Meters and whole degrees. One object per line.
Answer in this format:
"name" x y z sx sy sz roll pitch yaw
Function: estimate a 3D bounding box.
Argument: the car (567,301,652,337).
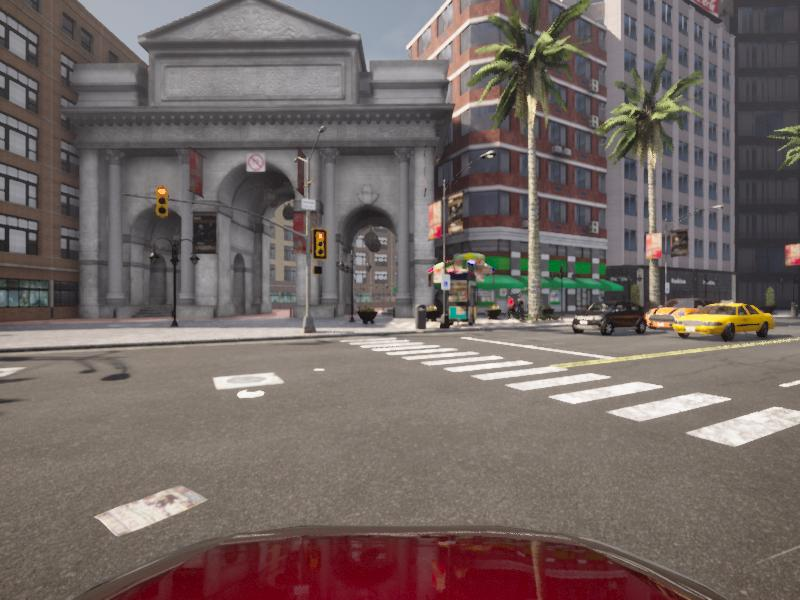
"car" 9.877 0.814 18.869 3.705 1.549 1.789 0 0 -29

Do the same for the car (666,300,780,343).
"car" 13.742 0.801 16.941 5.366 1.575 1.801 0 0 -28

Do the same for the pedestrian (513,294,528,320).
"pedestrian" 8.514 0.484 28.245 0.751 1.860 0.751 0 0 -28

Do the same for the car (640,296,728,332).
"car" 15.544 0.694 21.884 4.553 1.767 2.097 0 0 -28

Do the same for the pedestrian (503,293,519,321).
"pedestrian" 7.715 0.484 27.787 0.751 1.860 0.751 0 0 -28
